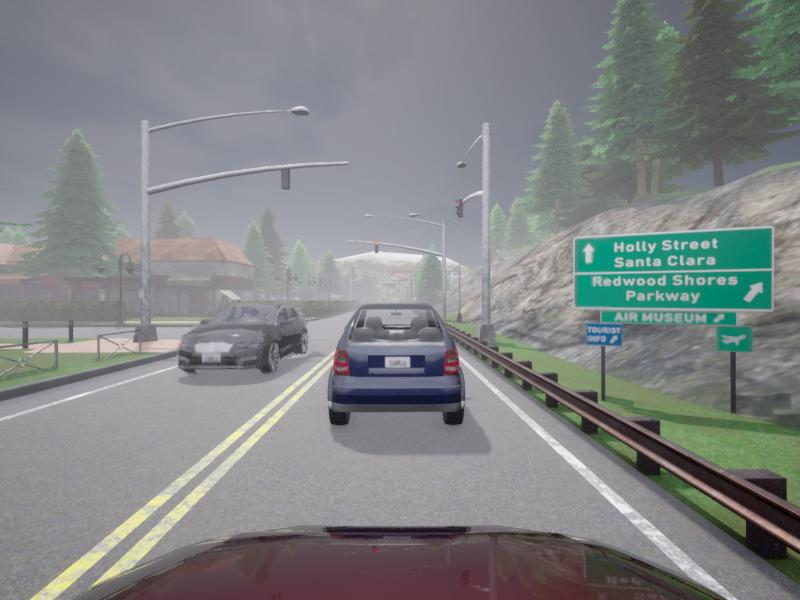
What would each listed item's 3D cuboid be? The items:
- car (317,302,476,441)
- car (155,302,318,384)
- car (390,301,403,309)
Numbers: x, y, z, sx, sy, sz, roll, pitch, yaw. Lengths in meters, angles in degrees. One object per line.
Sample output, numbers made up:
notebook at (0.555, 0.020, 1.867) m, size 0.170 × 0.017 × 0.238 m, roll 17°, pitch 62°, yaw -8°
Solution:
car at (-0.060, 0.815, 6.371) m, size 1.789 × 1.549 × 3.705 m, roll 0°, pitch 0°, yaw -1°
car at (-3.605, 0.835, 10.041) m, size 2.128 × 1.511 × 4.902 m, roll 0°, pitch 0°, yaw -1°
car at (-0.666, 0.851, 69.640) m, size 2.163 × 1.488 × 4.792 m, roll 0°, pitch 0°, yaw -1°
